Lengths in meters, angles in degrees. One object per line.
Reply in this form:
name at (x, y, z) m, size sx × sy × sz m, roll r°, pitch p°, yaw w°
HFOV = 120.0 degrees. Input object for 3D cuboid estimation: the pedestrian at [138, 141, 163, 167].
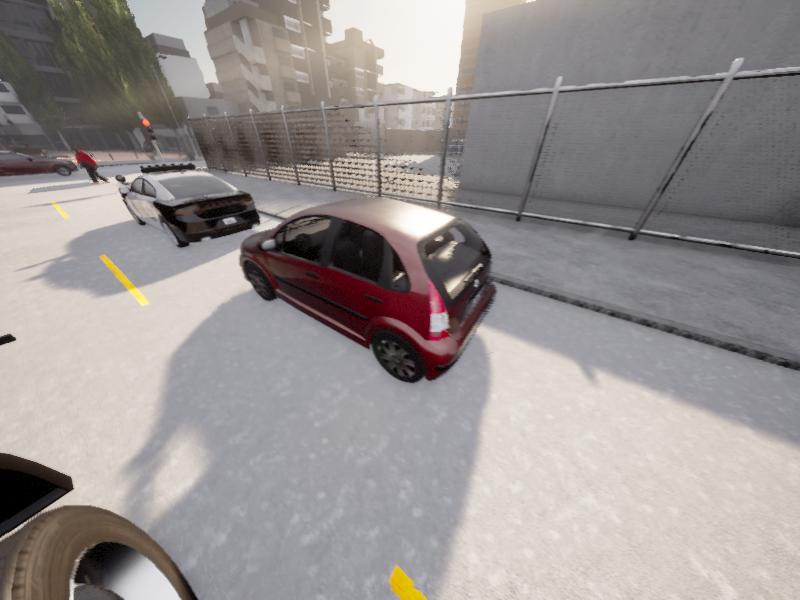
pedestrian at (-21.845, -12.795, 20.245) m, size 0.751 × 1.860 × 0.751 m, roll 30°, pitch 45°, yaw 35°

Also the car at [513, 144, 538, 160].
car at (15.825, -18.694, 29.124) m, size 1.845 × 1.501 × 3.633 m, roll 22°, pitch 41°, yaw 28°

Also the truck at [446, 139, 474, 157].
truck at (8.595, -21.651, 32.830) m, size 2.069 × 2.038 × 4.478 m, roll 22°, pitch 41°, yaw 28°

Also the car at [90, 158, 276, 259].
car at (-6.167, -2.890, 6.541) m, size 5.238 × 1.638 × 1.930 m, roll 22°, pitch 40°, yaw 27°

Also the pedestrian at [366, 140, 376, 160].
pedestrian at (-3.319, -17.116, 26.351) m, size 0.751 × 1.860 × 0.751 m, roll 13°, pitch 37°, yaw 17°

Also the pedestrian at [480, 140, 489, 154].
pedestrian at (13.217, -24.001, 36.251) m, size 0.751 × 1.860 × 0.751 m, roll 23°, pitch 41°, yaw 29°

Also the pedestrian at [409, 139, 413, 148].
pedestrian at (2.730, -39.256, 57.823) m, size 0.751 × 1.860 × 0.751 m, roll 17°, pitch 38°, yaw 22°

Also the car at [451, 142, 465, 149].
car at (17.493, -46.517, 69.306) m, size 2.152 × 1.651 × 5.027 m, roll 22°, pitch 41°, yaw 28°

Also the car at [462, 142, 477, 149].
car at (19.978, -44.559, 66.485) m, size 2.033 × 1.411 × 5.357 m, roll 22°, pitch 41°, yaw 28°

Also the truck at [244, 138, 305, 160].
truck at (-15.828, -19.573, 29.750) m, size 2.390 × 2.098 × 6.274 m, roll 22°, pitch 40°, yaw 27°

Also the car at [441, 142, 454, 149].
car at (13.224, -43.027, 64.270) m, size 1.970 × 1.475 × 3.806 m, roll 22°, pitch 41°, yaw 28°

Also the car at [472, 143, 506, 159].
car at (11.845, -19.912, 30.803) m, size 3.705 × 1.547 × 1.789 m, roll 22°, pitch 41°, yaw 28°

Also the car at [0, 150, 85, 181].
car at (-24.028, -8.486, 14.514) m, size 1.812 × 1.442 × 4.674 m, roll 22°, pitch 41°, yaw 28°

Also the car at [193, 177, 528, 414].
car at (-0.718, -0.616, 3.385) m, size 3.988 × 1.617 × 1.851 m, roll 22°, pitch 41°, yaw 28°

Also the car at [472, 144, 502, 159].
car at (11.750, -20.004, 31.058) m, size 2.033 × 1.415 × 5.357 m, roll 22°, pitch 41°, yaw 28°

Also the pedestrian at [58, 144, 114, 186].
pedestrian at (-16.732, -7.230, 12.385) m, size 0.751 × 1.860 × 0.751 m, roll 4°, pitch 35°, yaw 6°

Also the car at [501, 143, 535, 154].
car at (20.627, -26.604, 40.529) m, size 4.902 × 1.511 × 2.128 m, roll 21°, pitch 40°, yaw 27°

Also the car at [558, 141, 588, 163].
car at (19.495, -16.697, 26.022) m, size 1.905 × 1.878 × 3.866 m, roll 22°, pitch 41°, yaw 28°
